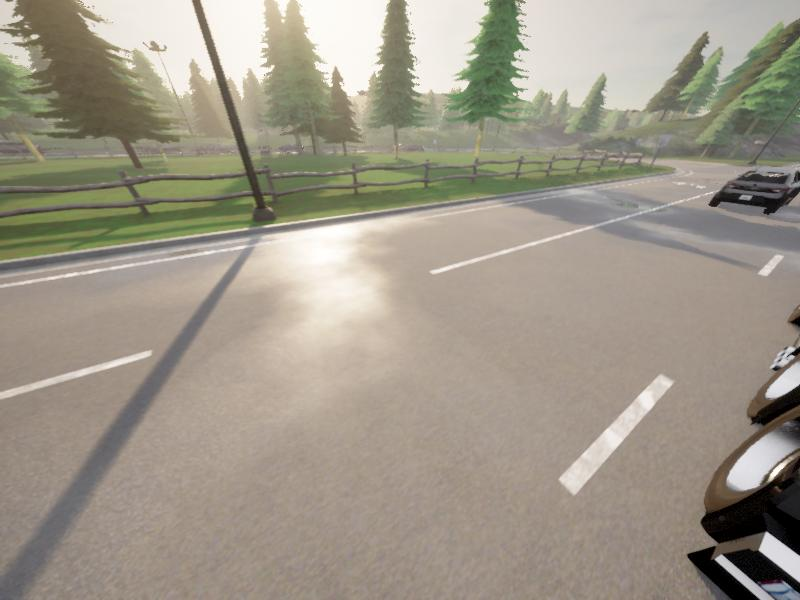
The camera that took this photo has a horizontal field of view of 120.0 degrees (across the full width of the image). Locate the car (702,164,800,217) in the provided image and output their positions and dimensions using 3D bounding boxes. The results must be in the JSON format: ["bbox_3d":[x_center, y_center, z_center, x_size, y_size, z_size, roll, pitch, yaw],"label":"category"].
[{"bbox_3d":[15.364,-4.778,9.798,4.193,1.474,1.816,-18,39,-24],"label":"car"}]

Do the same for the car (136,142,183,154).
[{"bbox_3d":[-41.825,-26.537,40.343,5.238,1.638,1.930,-18,39,-24],"label":"car"}]

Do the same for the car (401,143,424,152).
[{"bbox_3d":[2.885,-36.125,54.689,5.027,1.651,2.152,-13,37,-19],"label":"car"}]

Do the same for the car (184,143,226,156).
[{"bbox_3d":[-32.121,-25.047,38.320,4.856,1.649,2.033,-18,39,-24],"label":"car"}]

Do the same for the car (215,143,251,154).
[{"bbox_3d":[-30.562,-27.807,42.401,4.974,1.542,2.038,-18,39,-24],"label":"car"}]

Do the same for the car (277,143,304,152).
[{"bbox_3d":[-24.513,-34.350,51.890,5.008,1.535,1.882,-18,39,-24],"label":"car"}]

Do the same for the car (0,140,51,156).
[{"bbox_3d":[-55.684,-22.184,33.709,4.605,1.855,1.932,-18,39,-24],"label":"car"}]

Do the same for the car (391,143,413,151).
[{"bbox_3d":[0.456,-39.528,59.633,5.366,1.575,1.801,-9,36,-13],"label":"car"}]

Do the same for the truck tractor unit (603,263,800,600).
[{"bbox_3d":[5.110,-0.297,0.803,6.516,4.208,3.053,-18,38,-25],"label":"truck tractor unit"}]

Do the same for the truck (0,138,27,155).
[{"bbox_3d":[-61.651,-22.662,34.127,6.274,2.098,2.390,-18,39,-24],"label":"truck"}]
